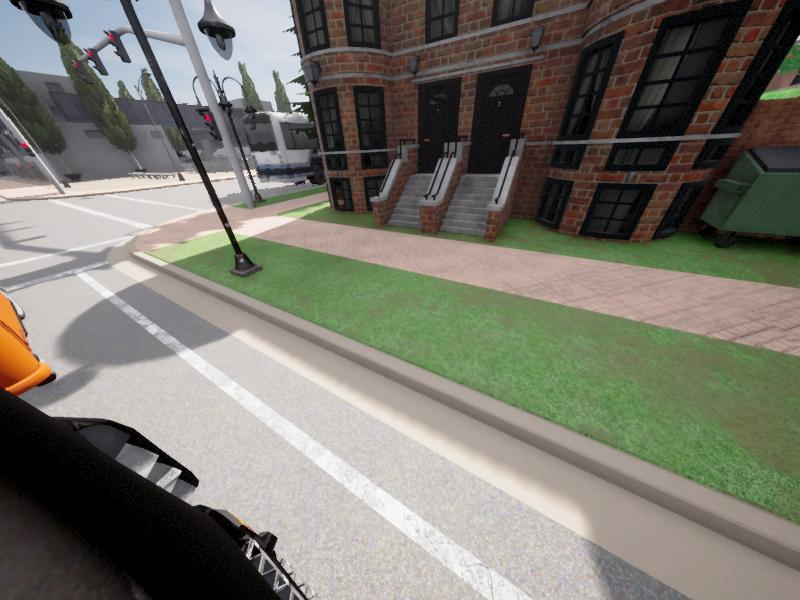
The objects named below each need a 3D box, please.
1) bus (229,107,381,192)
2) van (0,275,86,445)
[{"bbox_3d":[-6.189,-11.745,18.225,3.944,4.253,10.273,16,38,25],"label":"bus"},{"bbox_3d":[-5.884,0.148,2.363,4.442,1.987,1.775,16,38,26],"label":"van"}]
